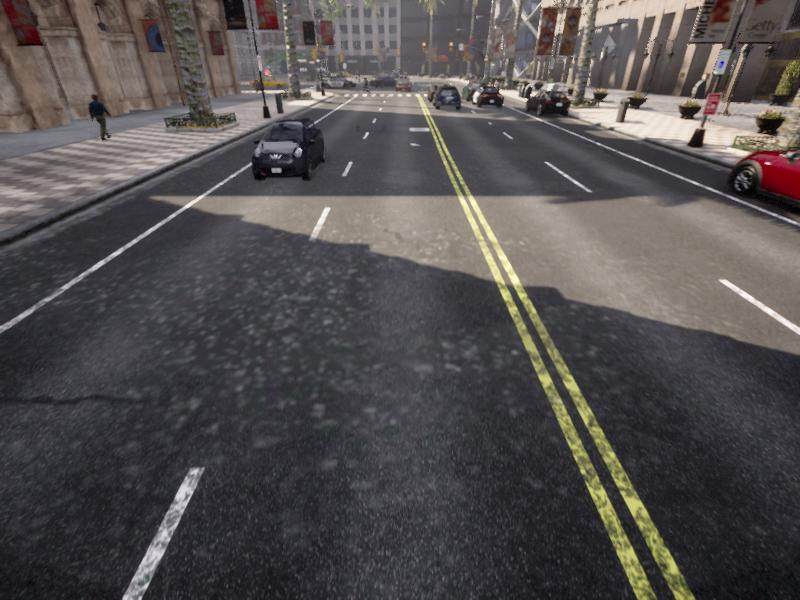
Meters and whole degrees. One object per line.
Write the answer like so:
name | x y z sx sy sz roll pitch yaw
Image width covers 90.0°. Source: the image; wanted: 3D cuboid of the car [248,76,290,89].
car | -18.763 -31.200 57.479 5.366 1.575 1.801 0 30 0

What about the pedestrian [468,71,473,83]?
pedestrian | 12.991 -41.235 73.933 0.751 1.860 0.751 6 31 10

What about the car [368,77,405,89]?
car | -2.009 -33.137 60.962 5.357 1.411 2.033 -20 36 -30

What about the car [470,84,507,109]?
car | 7.255 -17.016 33.399 2.038 1.542 4.974 0 30 0

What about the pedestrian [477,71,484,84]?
pedestrian | 13.989 -38.699 69.617 0.751 1.860 0.751 -19 35 -29

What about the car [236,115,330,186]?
car | -3.487 -4.864 12.723 1.845 1.501 3.633 0 30 0

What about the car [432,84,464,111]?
car | 3.737 -16.191 31.900 2.033 1.649 4.856 0 31 1

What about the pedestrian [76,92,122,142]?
pedestrian | -12.705 -7.741 16.943 0.751 1.860 0.751 -2 30 -3

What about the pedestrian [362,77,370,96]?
pedestrian | -3.848 -24.175 45.204 0.751 1.860 0.751 -6 31 -10

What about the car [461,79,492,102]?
car | 7.317 -20.307 38.737 2.097 1.767 4.553 0 30 1

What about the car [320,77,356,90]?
car | -8.913 -31.346 57.784 4.974 1.542 2.038 -3 31 -4

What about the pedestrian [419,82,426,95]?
pedestrian | 2.601 -24.266 45.914 0.751 1.300 0.751 -1 30 -2

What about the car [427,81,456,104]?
car | 3.806 -19.673 37.781 2.242 1.667 4.611 0 30 0

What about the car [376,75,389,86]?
car | -2.893 -36.555 66.642 1.845 1.501 3.633 0 30 0

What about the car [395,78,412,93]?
car | 0.470 -27.949 52.049 2.163 1.488 4.792 0 30 0

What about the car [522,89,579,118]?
car | 10.381 -13.866 28.092 2.163 1.488 4.792 0 30 0

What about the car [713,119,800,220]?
car | 10.088 -2.872 9.081 2.185 1.767 4.553 0 30 0
